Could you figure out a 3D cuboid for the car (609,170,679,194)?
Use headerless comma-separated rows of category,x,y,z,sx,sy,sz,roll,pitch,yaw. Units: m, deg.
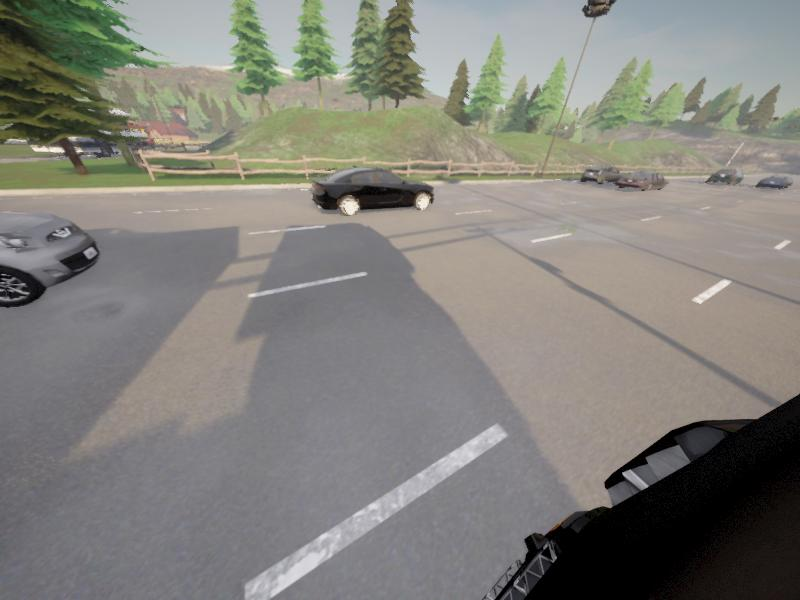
car,20.075,-9.798,19.007,5.357,1.411,2.033,-15,37,-24

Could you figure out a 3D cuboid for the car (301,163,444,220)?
car,-0.952,-4.398,9.103,5.008,1.535,1.882,-15,37,-24

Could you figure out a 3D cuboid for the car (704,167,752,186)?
car,40.215,-15.193,28.340,4.553,1.767,2.097,-14,37,-25

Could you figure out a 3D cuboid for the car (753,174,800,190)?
car,43.555,-13.688,26.725,4.181,1.385,1.994,-15,37,-24

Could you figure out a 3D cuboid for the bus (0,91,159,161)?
bus,-29.935,-16.427,22.458,3.944,4.253,10.273,-5,34,-14

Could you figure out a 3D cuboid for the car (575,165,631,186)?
car,19.166,-11.813,21.847,4.514,1.525,2.007,-15,37,-24

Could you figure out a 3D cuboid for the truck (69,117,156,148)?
truck,-50.436,-29.621,41.069,8.468,3.827,2.891,-14,37,-24

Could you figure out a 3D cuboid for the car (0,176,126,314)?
car,-6.883,-0.657,3.020,3.633,1.501,1.845,-15,37,-24
